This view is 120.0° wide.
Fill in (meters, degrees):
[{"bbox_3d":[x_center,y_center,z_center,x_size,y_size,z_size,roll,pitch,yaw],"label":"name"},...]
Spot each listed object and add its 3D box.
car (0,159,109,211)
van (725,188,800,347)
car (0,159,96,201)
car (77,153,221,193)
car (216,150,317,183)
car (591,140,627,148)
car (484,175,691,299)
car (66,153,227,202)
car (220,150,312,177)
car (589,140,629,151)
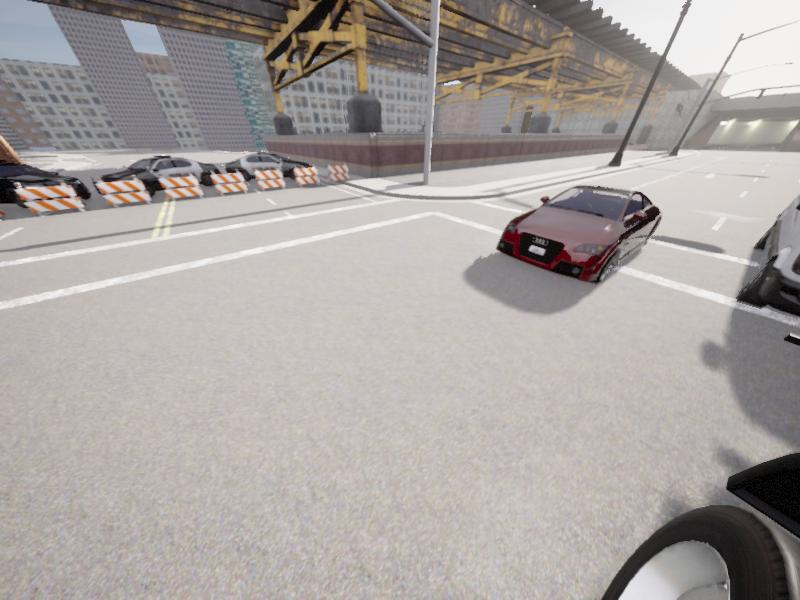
[{"bbox_3d":[-15.776,-4.791,9.452,4.974,1.542,2.038,4,35,6],"label":"car"},{"bbox_3d":[7.816,-1.281,3.456,5.915,2.561,1.988,-23,41,-28],"label":"van"},{"bbox_3d":[-15.829,-4.923,9.367,4.536,1.218,1.853,4,35,6],"label":"car"},{"bbox_3d":[-12.033,-6.523,11.604,1.853,1.218,4.536,10,37,15],"label":"car"},{"bbox_3d":[-8.160,-8.562,14.735,4.974,1.542,2.038,-4,35,-6],"label":"car"},{"bbox_3d":[39.133,-29.261,43.417,4.536,1.218,1.853,4,35,6],"label":"car"},{"bbox_3d":[4.182,-1.759,5.181,4.181,1.385,1.994,-23,41,-28],"label":"car"},{"bbox_3d":[-12.048,-6.366,11.654,2.038,1.542,4.974,10,37,15],"label":"car"},{"bbox_3d":[-8.213,-8.686,14.639,4.536,1.218,1.853,-4,35,-6],"label":"car"},{"bbox_3d":[39.186,-29.128,43.502,4.974,1.542,2.038,4,35,6],"label":"car"}]
